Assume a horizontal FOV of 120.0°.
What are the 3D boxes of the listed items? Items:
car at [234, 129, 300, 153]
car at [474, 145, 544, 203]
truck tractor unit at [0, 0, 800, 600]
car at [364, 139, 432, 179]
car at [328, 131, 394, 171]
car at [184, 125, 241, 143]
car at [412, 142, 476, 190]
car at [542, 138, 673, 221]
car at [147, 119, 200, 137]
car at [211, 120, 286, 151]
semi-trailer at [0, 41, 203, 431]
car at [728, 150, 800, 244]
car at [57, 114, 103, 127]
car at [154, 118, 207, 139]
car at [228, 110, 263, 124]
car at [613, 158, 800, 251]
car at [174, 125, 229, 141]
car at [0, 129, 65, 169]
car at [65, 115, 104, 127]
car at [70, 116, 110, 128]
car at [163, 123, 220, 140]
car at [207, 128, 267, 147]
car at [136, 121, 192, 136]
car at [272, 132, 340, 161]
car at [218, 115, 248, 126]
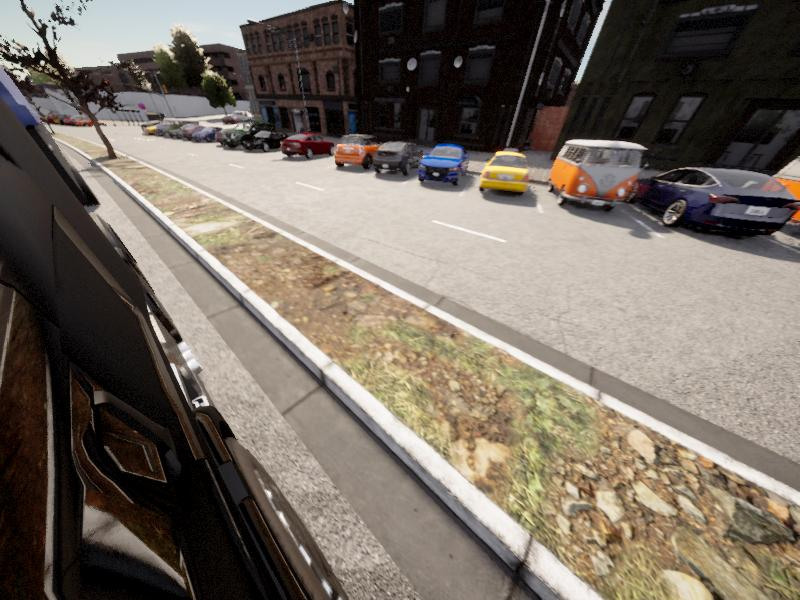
[{"bbox_3d":[-11.620,-14.294,20.687,2.097,1.535,5.008,13,38,13],"label":"car"},{"bbox_3d":[4.778,-5.926,10.439,1.946,1.575,5.366,14,38,15],"label":"car"},{"bbox_3d":[-2.645,-0.295,0.351,6.516,4.208,3.053,28,44,30],"label":"truck tractor unit"},{"bbox_3d":[0.096,-8.266,13.302,2.231,1.521,4.892,14,38,15],"label":"car"},{"bbox_3d":[-2.230,-9.580,14.714,2.185,1.767,4.553,13,38,14],"label":"car"},{"bbox_3d":[-21.207,-18.928,26.402,2.002,1.452,4.674,12,37,12],"label":"car"},{"bbox_3d":[2.424,-7.052,11.812,2.097,1.535,5.008,14,38,14],"label":"car"},{"bbox_3d":[6.987,-4.706,8.558,1.878,1.987,4.442,14,38,15],"label":"car"},{"bbox_3d":[-30.947,-23.611,31.833,2.185,1.767,4.553,11,37,11],"label":"car"},{"bbox_3d":[-13.998,-15.657,21.953,2.435,2.045,5.566,13,37,13],"label":"car"},{"bbox_3d":[-8.749,-3.550,4.203,14.254,4.402,2.717,27,44,30],"label":"semi-trailer"},{"bbox_3d":[11.567,-2.238,5.519,1.878,1.987,4.442,15,38,15],"label":"car"},{"bbox_3d":[-72.782,-40.903,52.723,2.435,2.045,5.566,8,37,6],"label":"car"},{"bbox_3d":[-28.527,-22.488,30.300,1.878,1.987,4.442,11,37,11],"label":"car"},{"bbox_3d":[-33.916,-40.218,50.854,5.566,2.045,2.435,8,43,7],"label":"car"},{"bbox_3d":[9.313,-3.349,7.305,2.163,1.488,4.792,14,38,15],"label":"car"},{"bbox_3d":[-23.637,-20.073,27.793,2.002,1.452,4.674,11,37,12],"label":"car"},{"bbox_3d":[-19.754,-7.945,12.009,4.181,1.385,1.994,26,43,29],"label":"car"},{"bbox_3d":[-70.197,-39.856,51.517,1.878,1.987,4.442,8,37,7],"label":"car"},{"bbox_3d":[-67.596,-38.839,50.478,2.185,1.767,4.553,8,37,7],"label":"car"},{"bbox_3d":[-26.060,-21.246,29.159,2.231,1.521,4.892,12,37,11],"label":"car"},{"bbox_3d":[-16.401,-16.611,23.577,2.002,1.452,4.674,12,37,13],"label":"car"},{"bbox_3d":[-33.474,-24.501,33.082,1.946,1.575,5.366,11,37,10],"label":"car"},{"bbox_3d":[-6.906,-11.907,17.765,2.097,1.535,5.008,13,38,14],"label":"car"},{"bbox_3d":[-35.457,-38.245,49.116,4.674,1.452,2.002,8,43,6],"label":"car"}]
